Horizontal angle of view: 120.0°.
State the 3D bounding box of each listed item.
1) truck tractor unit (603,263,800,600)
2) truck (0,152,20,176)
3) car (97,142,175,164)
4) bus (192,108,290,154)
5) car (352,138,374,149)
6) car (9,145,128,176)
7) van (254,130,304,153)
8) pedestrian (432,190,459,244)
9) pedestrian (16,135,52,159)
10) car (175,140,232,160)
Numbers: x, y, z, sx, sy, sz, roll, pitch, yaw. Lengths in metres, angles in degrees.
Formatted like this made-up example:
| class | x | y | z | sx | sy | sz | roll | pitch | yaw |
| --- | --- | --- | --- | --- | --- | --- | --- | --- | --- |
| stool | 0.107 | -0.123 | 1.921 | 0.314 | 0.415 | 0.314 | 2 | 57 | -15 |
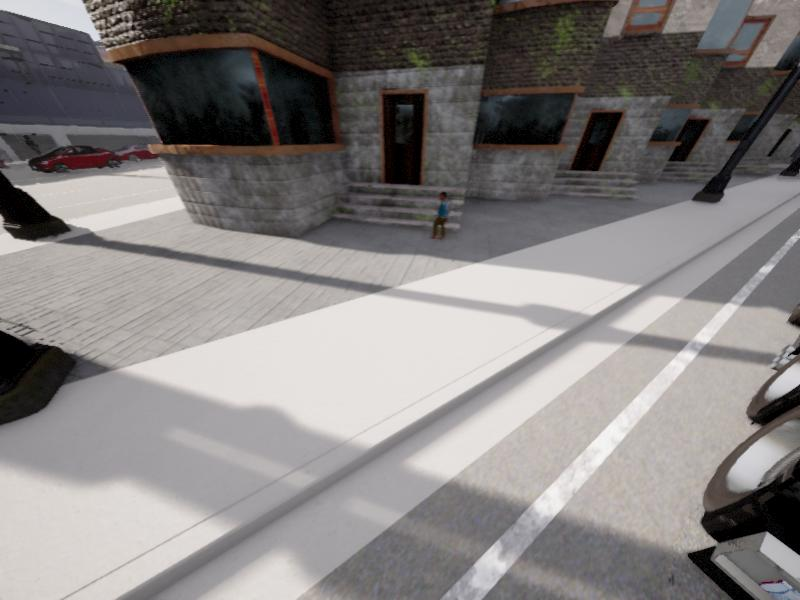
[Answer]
| class | x | y | z | sx | sy | sz | roll | pitch | yaw |
| --- | --- | --- | --- | --- | --- | --- | --- | --- | --- |
| truck tractor unit | 5.111 | -0.298 | 0.795 | 6.516 | 4.208 | 3.053 | -18 | 39 | -24 |
| truck | -27.466 | -7.619 | 11.030 | 2.891 | 3.827 | 8.468 | 9 | 37 | 12 |
| car | -24.213 | -13.704 | 21.449 | 1.994 | 1.385 | 4.181 | 9 | 37 | 12 |
| bus | -20.524 | -22.631 | 31.267 | 3.944 | 4.253 | 10.273 | 9 | 36 | 12 |
| car | -6.601 | -28.244 | 41.698 | 2.242 | 1.667 | 4.611 | 9 | 35 | 12 |
| car | -22.413 | -9.746 | 15.969 | 1.816 | 1.474 | 4.193 | 9 | 37 | 12 |
| van | -16.773 | -22.429 | 32.564 | 2.351 | 2.431 | 6.366 | 9 | 36 | 12 |
| pedestrian | 1.063 | -1.987 | 5.556 | 0.500 | 1.100 | 0.500 | 4 | 35 | 6 |
| pedestrian | -33.928 | -14.167 | 21.419 | 0.751 | 1.860 | 0.751 | 6 | 35 | 9 |
| car | -19.871 | -15.326 | 23.547 | 1.970 | 1.475 | 3.806 | 9 | 37 | 12 |
